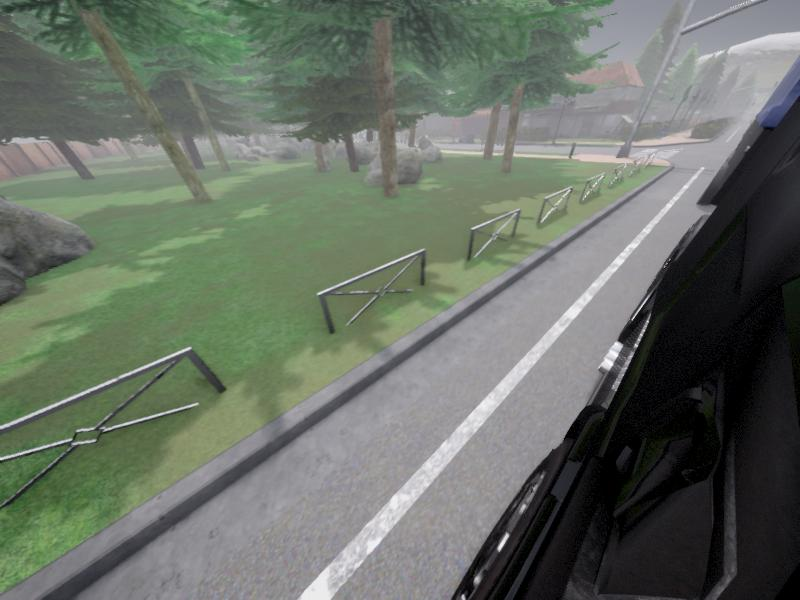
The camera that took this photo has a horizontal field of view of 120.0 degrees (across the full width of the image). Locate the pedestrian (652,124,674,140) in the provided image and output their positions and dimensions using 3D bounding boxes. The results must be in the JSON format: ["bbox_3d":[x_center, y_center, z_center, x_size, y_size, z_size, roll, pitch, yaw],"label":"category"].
[{"bbox_3d":[27.212,-17.421,23.937,0.751,1.300,0.751,-13,38,-13],"label":"pedestrian"}]

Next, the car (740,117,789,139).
[{"bbox_3d":[37.694,-17.890,23.974,4.856,1.649,2.033,-28,44,-30],"label":"car"}]

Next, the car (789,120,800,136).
[{"bbox_3d":[44.018,-18.454,24.481,4.792,1.488,2.163,-28,44,-30],"label":"car"}]

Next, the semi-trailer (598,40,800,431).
[{"bbox_3d":[8.709,-3.586,4.234,14.254,4.402,2.717,-28,44,-30],"label":"semi-trailer"}]

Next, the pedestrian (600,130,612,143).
[{"bbox_3d":[22.779,-18.120,25.565,0.500,1.100,0.500,-22,41,-24],"label":"pedestrian"}]

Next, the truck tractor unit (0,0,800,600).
[{"bbox_3d":[2.645,-0.295,0.351,6.516,4.208,3.053,-28,44,-30],"label":"truck tractor unit"}]
